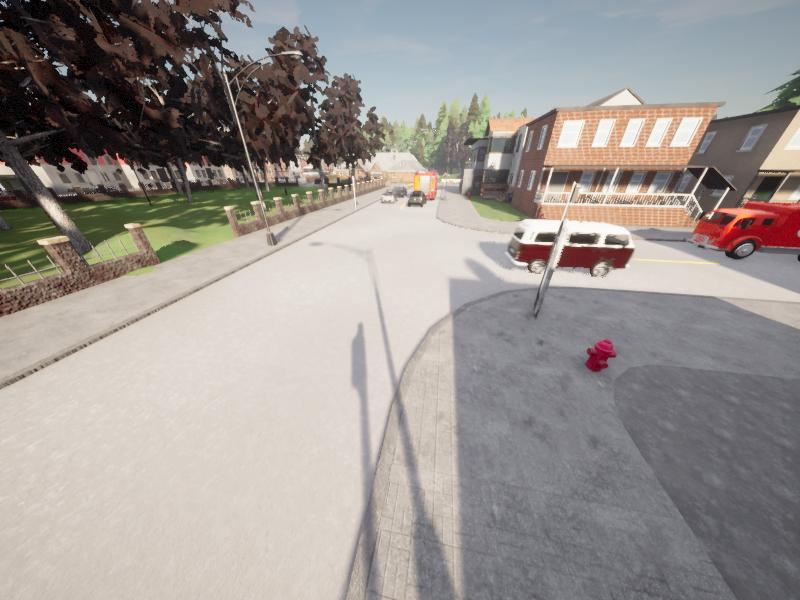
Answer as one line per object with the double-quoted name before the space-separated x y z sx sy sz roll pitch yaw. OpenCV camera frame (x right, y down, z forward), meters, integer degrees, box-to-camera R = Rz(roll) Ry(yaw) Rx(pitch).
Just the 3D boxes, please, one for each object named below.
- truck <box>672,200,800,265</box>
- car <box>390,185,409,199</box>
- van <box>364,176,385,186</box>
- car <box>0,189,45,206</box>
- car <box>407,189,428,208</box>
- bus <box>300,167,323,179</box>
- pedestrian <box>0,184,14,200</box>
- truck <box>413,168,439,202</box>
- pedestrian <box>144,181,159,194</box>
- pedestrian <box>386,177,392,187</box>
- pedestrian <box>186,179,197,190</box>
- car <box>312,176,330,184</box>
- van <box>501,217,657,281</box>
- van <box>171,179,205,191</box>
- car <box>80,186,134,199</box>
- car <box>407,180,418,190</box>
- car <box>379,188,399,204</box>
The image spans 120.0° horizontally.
"truck" 18.389 -3.423 11.465 5.204 2.467 2.627 6 31 11
"car" -0.005 -16.512 35.211 2.033 1.411 5.357 5 30 8
"van" -6.111 -28.491 55.371 4.442 1.987 1.775 5 30 9
"car" -47.358 -12.573 28.233 1.789 1.549 3.705 5 31 9
"car" 2.108 -12.004 27.190 1.851 1.617 3.988 7 31 12
"bus" -37.059 -53.883 97.513 3.944 4.253 10.273 5 30 9
"pedestrian" -54.102 -14.720 31.384 0.751 1.860 0.751 -16 34 -25
"truck" 3.886 -16.816 33.308 2.891 3.827 8.468 5 30 9
"pedestrian" -40.523 -18.377 37.719 0.751 1.860 0.751 5 30 9
"pedestrian" -2.371 -25.441 49.955 0.751 1.860 0.751 -22 37 -33
"pedestrian" -39.340 -21.775 43.604 0.751 1.860 0.751 5 30 9
"car" -20.713 -31.644 60.888 3.866 1.878 1.905 5 30 9
"van" 7.159 -2.296 9.948 4.480 2.038 2.069 4 30 7
"van" -43.448 -23.694 47.450 2.069 2.038 4.480 5 30 9
"car" -45.750 -16.926 36.258 1.837 1.490 4.892 5 30 9
"car" 2.594 -23.392 46.944 1.801 1.575 5.366 4 30 7
"car" -1.281 -13.276 29.471 1.845 1.501 3.633 4 30 7
